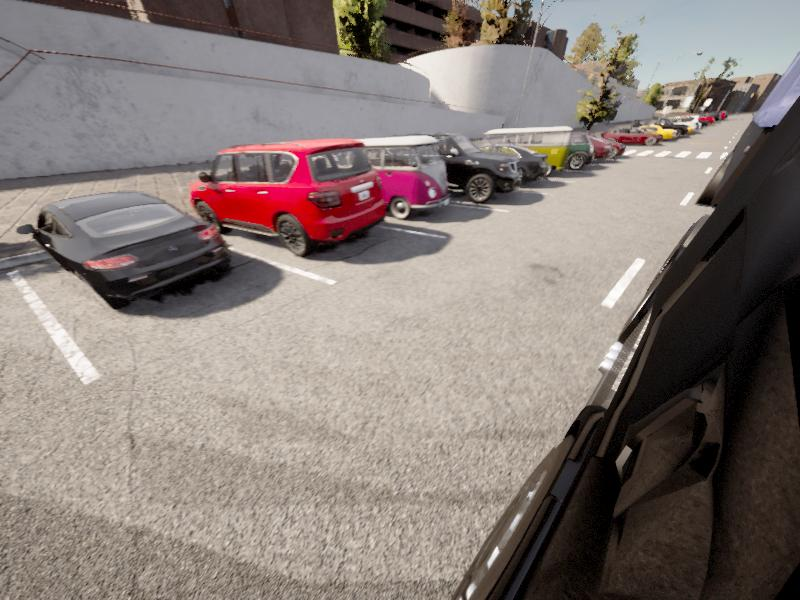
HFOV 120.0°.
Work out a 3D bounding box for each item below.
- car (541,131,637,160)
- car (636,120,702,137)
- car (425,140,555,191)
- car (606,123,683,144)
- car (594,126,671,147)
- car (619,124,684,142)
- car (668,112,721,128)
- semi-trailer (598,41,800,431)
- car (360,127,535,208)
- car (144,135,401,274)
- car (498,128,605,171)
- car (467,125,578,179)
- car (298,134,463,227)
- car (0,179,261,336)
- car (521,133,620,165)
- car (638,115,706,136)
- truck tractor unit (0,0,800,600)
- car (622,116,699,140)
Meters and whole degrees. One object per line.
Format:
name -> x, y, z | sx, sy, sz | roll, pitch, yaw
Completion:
car -> 13.010, -10.934, 16.370 | 4.792, 1.488, 2.163 | 17, 40, 25
car -> 36.090, -23.144, 31.297 | 5.366, 1.575, 1.946 | 17, 40, 25
car -> 3.850, -6.109, 10.370 | 4.892, 1.521, 2.231 | 17, 41, 25
car -> 26.586, -18.322, 25.459 | 5.366, 1.575, 1.946 | 17, 41, 25
car -> 22.186, -15.806, 22.386 | 4.792, 1.488, 2.163 | 17, 40, 25
car -> 29.044, -19.468, 26.914 | 4.674, 1.452, 2.002 | 17, 40, 25
car -> 56.584, -34.636, 44.544 | 5.566, 2.045, 2.435 | 17, 41, 25
semi-trailer -> 8.698, -3.585, 4.258 | 14.254, 4.402, 2.717 | -28, 44, -30
car -> 1.582, -5.100, 8.722 | 5.566, 2.045, 2.435 | 17, 40, 25
car -> -3.034, -2.690, 5.749 | 5.566, 2.045, 2.435 | 17, 41, 25
car -> 8.426, -8.626, 13.274 | 4.553, 1.767, 2.185 | 17, 41, 25
car -> 6.013, -7.534, 11.782 | 4.442, 1.987, 1.878 | 17, 41, 25
car -> -0.620, -3.846, 7.204 | 4.442, 1.987, 1.878 | 17, 40, 25
car -> -5.274, -1.241, 4.409 | 4.674, 1.452, 2.002 | 17, 41, 25
car -> 10.689, -9.709, 14.877 | 4.674, 1.452, 2.002 | 17, 41, 25
car -> 38.188, -24.635, 32.728 | 5.566, 2.045, 2.435 | 17, 41, 25
truck tractor unit -> 2.645, -0.295, 0.351 | 6.516, 4.208, 3.053 | -28, 44, -30
car -> 31.358, -20.920, 28.232 | 5.566, 2.045, 2.435 | 17, 40, 25
